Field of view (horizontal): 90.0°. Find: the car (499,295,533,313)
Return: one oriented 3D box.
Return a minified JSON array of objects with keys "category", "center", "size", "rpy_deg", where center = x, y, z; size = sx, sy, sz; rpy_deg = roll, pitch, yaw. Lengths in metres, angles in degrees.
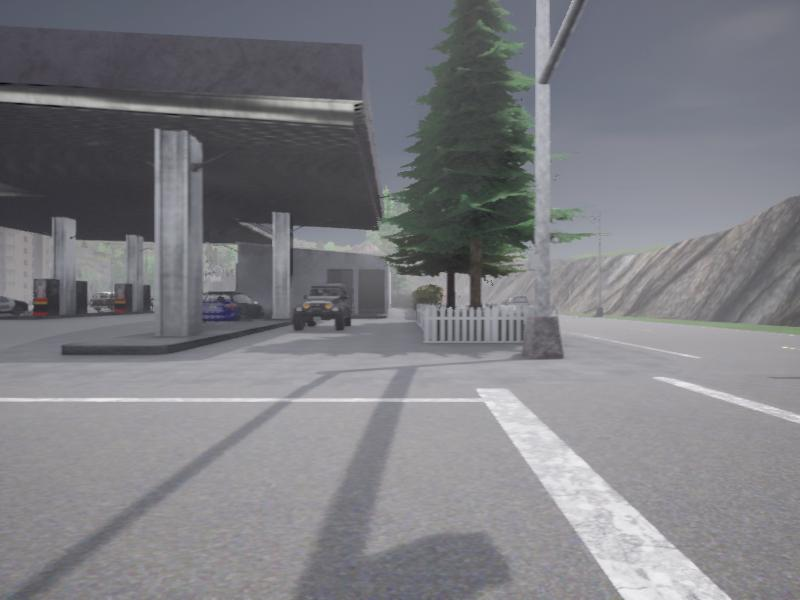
[{"category":"car","center":[11.645,0.379,40.421],"size":[2.033,1.649,4.856],"rpy_deg":[0,0,0]}]

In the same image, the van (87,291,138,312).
[{"category":"van","center":[-29.404,0.131,41.097],"size":[2.069,2.038,4.480],"rpy_deg":[0,0,0]}]

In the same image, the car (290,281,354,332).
[{"category":"car","center":[-3.066,0.244,16.550],"size":[1.905,1.878,3.866],"rpy_deg":[0,0,0]}]

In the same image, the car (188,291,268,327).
[{"category":"car","center":[-8.741,0.406,20.871],"size":[2.242,1.667,4.611],"rpy_deg":[0,0,0]}]

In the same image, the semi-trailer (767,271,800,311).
[{"category":"semi-trailer","center":[44.865,-0.981,40.270],"size":[2.717,4.402,14.254],"rpy_deg":[0,0,0]}]

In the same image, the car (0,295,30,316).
[{"category":"car","center":[-29.445,0.389,28.260],"size":[2.038,1.542,4.974],"rpy_deg":[0,0,0]}]
